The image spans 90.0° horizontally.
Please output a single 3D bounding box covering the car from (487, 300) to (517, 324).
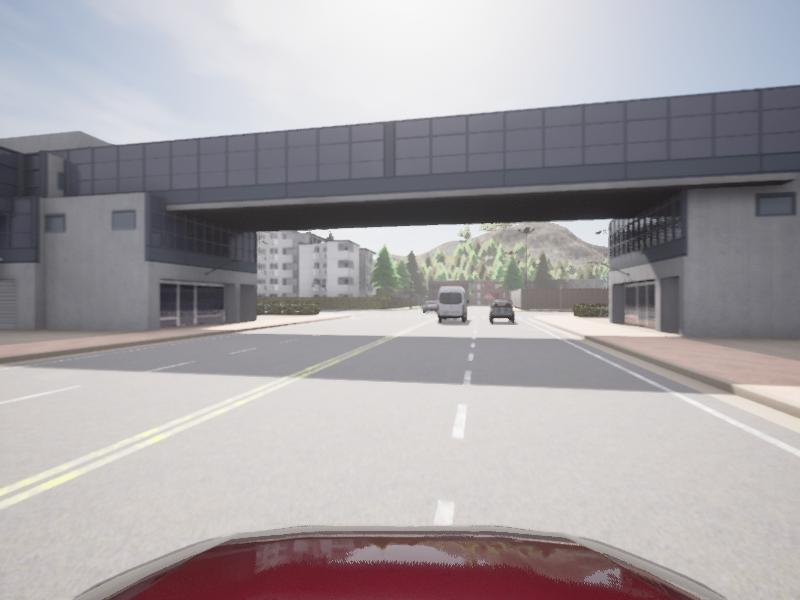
[{"bbox_3d":[7.342,0.791,29.116,1.851,1.617,3.988,0,0,11],"label":"car"}]

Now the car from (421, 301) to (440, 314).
[{"bbox_3d":[3.722,0.850,48.413,1.837,1.490,4.892,0,0,9],"label":"car"}]

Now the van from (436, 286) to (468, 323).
[{"bbox_3d":[4.068,0.326,30.574,1.988,2.561,5.915,0,0,11],"label":"van"}]
